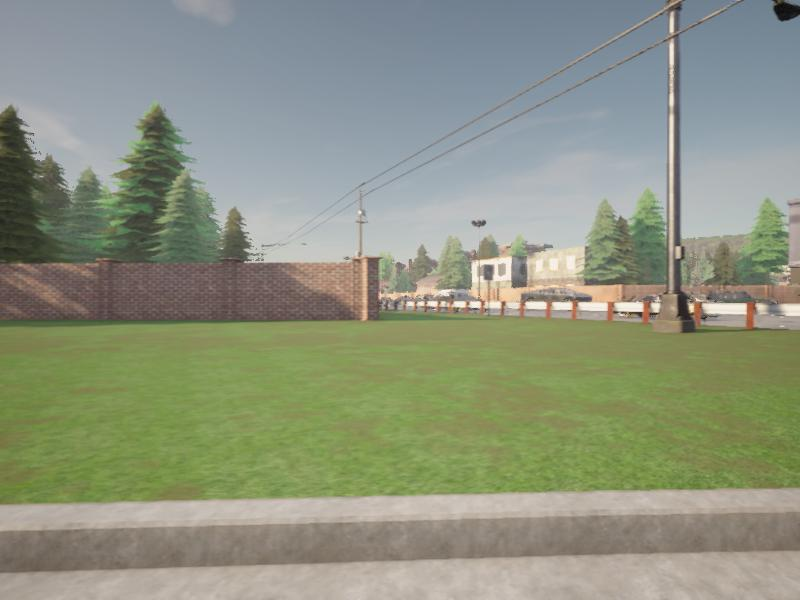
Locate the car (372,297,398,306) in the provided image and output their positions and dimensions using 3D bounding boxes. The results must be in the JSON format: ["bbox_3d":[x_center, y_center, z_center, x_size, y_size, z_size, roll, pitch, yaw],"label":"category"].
[{"bbox_3d":[-2.505,0.281,65.646,2.033,1.411,5.357,0,0,-28],"label":"car"}]

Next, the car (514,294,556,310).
[{"bbox_3d":[14.095,0.186,41.939,1.851,1.617,3.988,0,0,-28],"label":"car"}]

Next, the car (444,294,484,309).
[{"bbox_3d":[7.410,0.165,47.046,1.930,1.638,5.238,0,0,-28],"label":"car"}]

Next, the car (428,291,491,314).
[{"bbox_3d":[4.404,0.177,30.363,2.152,1.651,5.027,0,0,-28],"label":"car"}]

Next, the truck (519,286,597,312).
[{"bbox_3d":[13.706,-0.059,35.231,2.390,2.098,6.274,0,0,-28],"label":"truck"}]

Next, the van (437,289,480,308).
[{"bbox_3d":[7.770,-0.229,53.806,2.351,2.431,6.366,0,0,-28],"label":"van"}]

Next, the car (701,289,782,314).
[{"bbox_3d":[26.080,0.098,30.788,4.553,1.767,2.097,0,0,35],"label":"car"}]

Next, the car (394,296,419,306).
[{"bbox_3d":[1.011,0.158,66.494,1.930,1.638,5.238,0,0,-28],"label":"car"}]

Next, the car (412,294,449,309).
[{"bbox_3d":[3.524,0.148,46.892,2.242,1.667,4.611,0,0,-28],"label":"car"}]

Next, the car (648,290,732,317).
[{"bbox_3d":[18.656,0.191,25.935,1.851,1.617,3.988,0,0,-28],"label":"car"}]

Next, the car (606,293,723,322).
[{"bbox_3d":[13.483,0.345,20.766,1.895,1.301,4.718,0,0,-28],"label":"car"}]

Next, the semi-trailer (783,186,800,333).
[{"bbox_3d":[16.469,-1.212,6.770,2.717,4.402,14.254,0,0,-29],"label":"semi-trailer"}]
